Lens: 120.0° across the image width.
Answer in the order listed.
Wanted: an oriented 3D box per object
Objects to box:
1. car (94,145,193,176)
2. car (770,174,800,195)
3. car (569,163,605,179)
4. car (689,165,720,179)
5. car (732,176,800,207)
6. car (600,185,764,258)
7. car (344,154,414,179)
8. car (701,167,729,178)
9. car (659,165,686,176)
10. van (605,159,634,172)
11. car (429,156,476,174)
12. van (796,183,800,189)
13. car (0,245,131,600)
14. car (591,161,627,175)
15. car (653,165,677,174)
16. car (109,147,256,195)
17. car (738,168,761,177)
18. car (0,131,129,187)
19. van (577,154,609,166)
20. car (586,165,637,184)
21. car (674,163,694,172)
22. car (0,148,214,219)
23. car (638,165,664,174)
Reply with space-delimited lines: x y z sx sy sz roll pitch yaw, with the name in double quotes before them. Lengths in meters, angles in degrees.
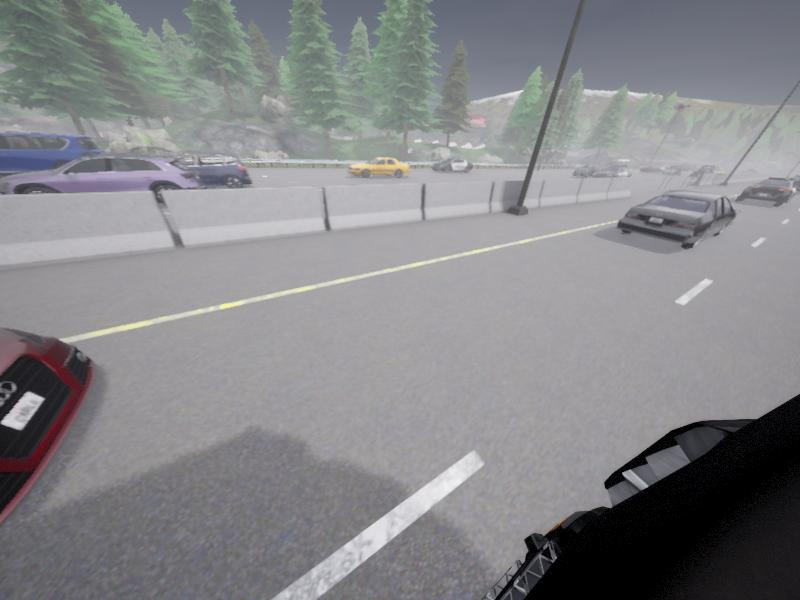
"car" -16.164 -8.986 14.909 3.705 1.549 1.789 -16 38 -26
"car" 40.606 -11.851 23.614 4.974 1.542 2.038 -16 38 -26
"car" 22.948 -15.863 28.323 3.633 1.501 1.845 -18 39 -28
"car" 51.858 -21.930 39.401 3.866 1.878 1.905 -16 38 -26
"car" 25.996 -7.663 16.156 4.974 1.542 2.038 -16 38 -26
"car" 9.578 -2.892 7.817 5.357 1.411 2.033 -16 38 -26
"car" -1.640 -10.931 18.936 5.366 1.575 1.801 -16 38 -26
"car" 58.438 -23.683 42.853 5.366 1.575 1.801 -16 38 -26
"car" 48.676 -23.114 41.256 3.988 1.617 1.851 -16 38 -26
"van" 42.320 -25.967 44.622 4.480 2.038 2.069 -16 38 -26
"car" 5.933 -15.321 26.194 4.974 1.542 2.038 -16 38 -26
"van" 49.526 -14.151 26.861 5.915 2.561 1.988 -23 42 -34
"car" -4.405 1.132 0.685 4.181 1.385 1.994 -16 38 -26
"car" 32.845 -20.743 36.331 4.611 1.667 2.242 -15 37 -24
"car" 54.832 -27.081 47.799 4.674 1.442 1.812 -16 38 -26
"car" -9.967 -6.340 11.278 4.611 1.667 2.242 -16 38 -26
"car" 86.798 -31.737 57.386 5.027 1.651 2.152 -16 38 -26
"car" -17.409 -6.592 10.747 5.566 2.045 2.150 -16 38 -26
"van" 52.187 -38.016 62.739 1.988 2.561 5.915 -16 38 -26
"car" 22.406 -13.339 24.466 4.974 1.542 2.038 -16 38 -26
"car" 76.019 -35.571 61.873 3.866 1.878 1.905 -16 38 -26
"car" -9.789 -4.136 8.000 4.856 1.649 2.033 -16 38 -26
"car" 48.372 -25.169 44.542 4.718 1.301 1.895 -16 38 -26
